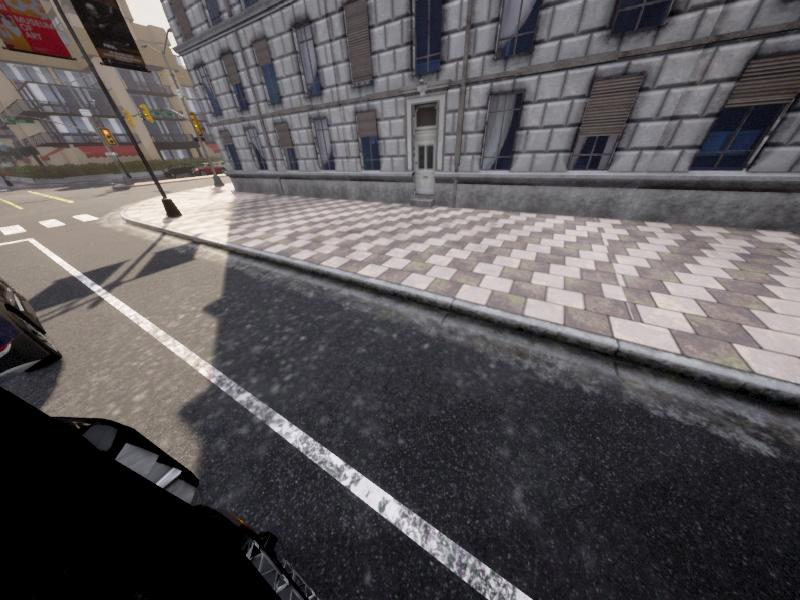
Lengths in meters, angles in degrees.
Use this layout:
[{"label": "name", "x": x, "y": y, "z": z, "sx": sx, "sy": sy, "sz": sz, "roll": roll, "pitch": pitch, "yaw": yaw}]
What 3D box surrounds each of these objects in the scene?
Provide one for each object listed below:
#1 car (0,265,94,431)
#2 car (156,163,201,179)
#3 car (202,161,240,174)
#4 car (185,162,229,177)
[{"label": "car", "x": -6.308, "y": 0.210, "z": 2.645, "sx": 4.856, "sy": 1.649, "sz": 2.033, "roll": 16, "pitch": 38, "yaw": 26}, {"label": "car", "x": -29.908, "y": -17.585, "z": 31.331, "sx": 1.789, "sy": 1.549, "sz": 3.705, "roll": 16, "pitch": 38, "yaw": 26}, {"label": "car", "x": -27.189, "y": -20.251, "z": 35.206, "sx": 1.970, "sy": 1.475, "sz": 3.806, "roll": 16, "pitch": 38, "yaw": 26}, {"label": "car", "x": -25.913, "y": -17.652, "z": 31.194, "sx": 1.970, "sy": 1.475, "sz": 3.806, "roll": 16, "pitch": 38, "yaw": 26}]
